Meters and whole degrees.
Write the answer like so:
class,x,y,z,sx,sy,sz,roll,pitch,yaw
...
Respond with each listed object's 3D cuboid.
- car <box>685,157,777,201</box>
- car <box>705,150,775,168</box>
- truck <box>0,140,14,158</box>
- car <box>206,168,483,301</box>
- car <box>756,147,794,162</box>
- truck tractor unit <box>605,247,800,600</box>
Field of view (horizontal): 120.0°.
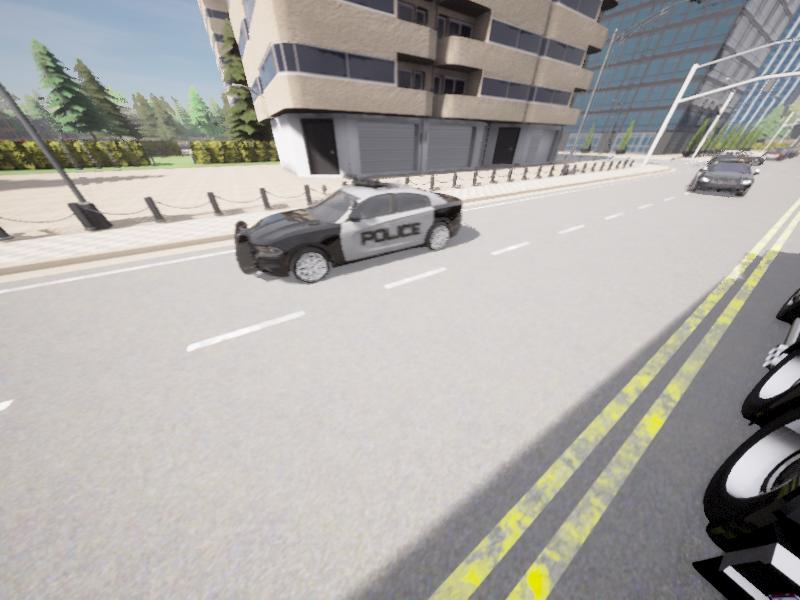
class,x,y,z,sx,sy,sz,roll,pitch,yaw
car,17.449,-6.689,12.469,4.974,1.542,2.038,-28,44,-35
car,37.464,-15.731,25.649,3.806,1.475,1.970,22,40,28
truck,-58.011,-20.948,31.747,2.627,2.467,5.204,-19,39,-26
car,-0.839,-1.889,5.316,5.238,1.638,1.930,-19,39,-26
car,55.038,-21.402,33.877,4.856,1.649,2.033,-19,39,-26
truck tractor unit,5.091,-0.315,0.839,6.516,4.208,3.053,-19,39,-26
